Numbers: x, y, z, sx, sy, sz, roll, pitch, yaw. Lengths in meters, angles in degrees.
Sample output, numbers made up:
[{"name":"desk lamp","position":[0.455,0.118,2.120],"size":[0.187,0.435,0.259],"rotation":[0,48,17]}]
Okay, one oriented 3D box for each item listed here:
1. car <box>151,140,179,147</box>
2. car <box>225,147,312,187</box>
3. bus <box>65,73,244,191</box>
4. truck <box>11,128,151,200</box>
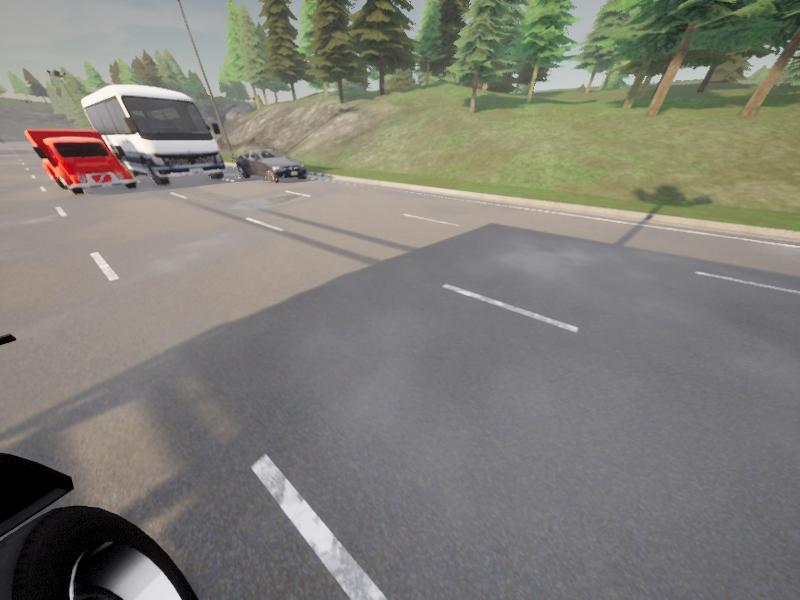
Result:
[{"name":"car","position":[-58.967,-39.381,58.042],"size":[2.128,1.511,4.902],"rotation":[-1,35,-2]},{"name":"car","position":[-8.091,-8.326,14.246],"size":[5.027,1.651,2.152],"rotation":[23,41,28]},{"name":"bus","position":[-14.849,-9.806,14.011],"size":[10.273,4.253,3.944],"rotation":[22,41,28]},{"name":"truck","position":[-15.332,-6.717,11.169],"size":[5.204,2.467,2.627],"rotation":[22,41,28]}]
